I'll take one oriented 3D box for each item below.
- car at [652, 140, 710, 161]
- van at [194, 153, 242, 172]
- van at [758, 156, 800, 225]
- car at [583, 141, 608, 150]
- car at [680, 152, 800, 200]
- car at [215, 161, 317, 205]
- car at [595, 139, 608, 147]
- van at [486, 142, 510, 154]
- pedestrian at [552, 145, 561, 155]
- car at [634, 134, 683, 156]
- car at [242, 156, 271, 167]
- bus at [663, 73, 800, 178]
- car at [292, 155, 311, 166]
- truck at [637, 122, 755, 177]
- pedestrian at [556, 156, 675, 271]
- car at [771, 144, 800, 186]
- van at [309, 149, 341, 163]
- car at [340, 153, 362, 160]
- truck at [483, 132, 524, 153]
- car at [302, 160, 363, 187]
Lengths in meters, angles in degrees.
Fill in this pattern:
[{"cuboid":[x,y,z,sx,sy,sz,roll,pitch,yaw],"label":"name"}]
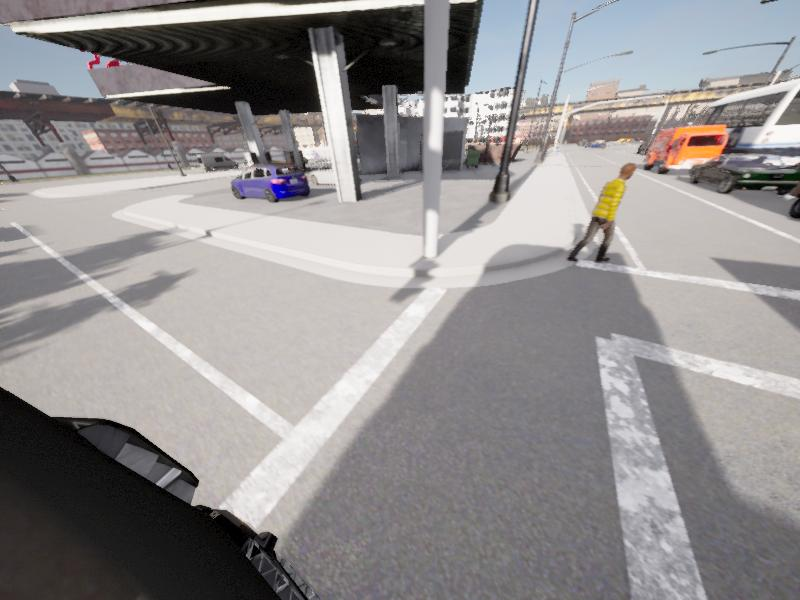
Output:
[{"cuboid":[28.006,-15.141,23.274,2.038,1.542,4.974,14,37,24],"label":"car"},{"cuboid":[-32.251,-24.511,41.146,1.988,2.561,5.915,16,38,26],"label":"van"},{"cuboid":[11.324,-2.371,4.824,2.069,2.038,4.480,15,37,25],"label":"van"},{"cuboid":[42.771,-33.896,50.568,3.806,1.475,1.970,19,39,29],"label":"car"},{"cuboid":[14.745,-5.511,9.975,1.895,1.301,4.718,15,38,25],"label":"car"},{"cuboid":[-7.096,-6.335,12.348,4.611,1.667,2.242,16,38,26],"label":"car"},{"cuboid":[54.485,-42.516,62.538,1.801,1.575,5.366,15,38,25],"label":"car"},{"cuboid":[22.884,-35.531,53.986,4.480,2.038,2.069,16,38,26],"label":"van"},{"cuboid":[23.501,-22.480,34.588,0.751,1.300,0.751,18,39,28],"label":"pedestrian"},{"cuboid":[31.888,-19.308,28.796,2.150,2.045,5.566,14,37,24],"label":"car"},{"cuboid":[-30.393,-29.452,49.134,2.097,1.767,4.553,19,39,30],"label":"car"},{"cuboid":[22.354,-10.828,14.735,3.944,4.253,10.273,15,38,25],"label":"bus"},{"cuboid":[-19.685,-28.080,46.377,1.930,1.638,5.238,-6,34,-4],"label":"car"},{"cuboid":[18.270,-9.651,14.887,2.627,2.467,5.204,15,38,25],"label":"truck"},{"cuboid":[3.797,-1.564,4.306,0.751,1.860,0.751,-1,34,2],"label":"pedestrian"},{"cuboid":[18.507,-5.508,9.468,1.845,1.501,3.633,15,38,25],"label":"car"},{"cuboid":[-17.707,-34.048,54.521,6.366,2.431,2.351,-19,36,-23],"label":"van"},{"cuboid":[-12.667,-37.113,59.680,5.357,1.411,2.033,-10,34,-11],"label":"car"},{"cuboid":[26.077,-39.832,58.601,8.468,3.827,2.891,16,38,26],"label":"truck"},{"cuboid":[-4.875,-9.237,16.849,3.806,1.475,1.970,16,38,26],"label":"car"}]
